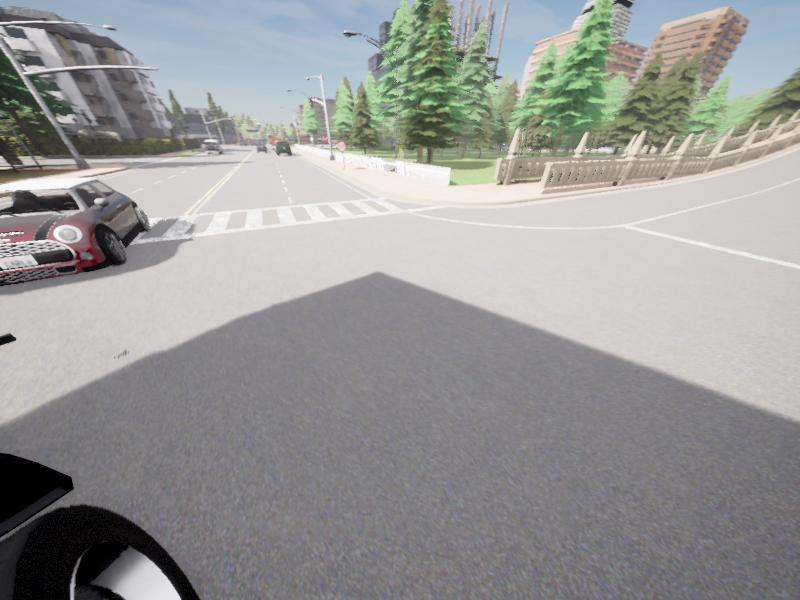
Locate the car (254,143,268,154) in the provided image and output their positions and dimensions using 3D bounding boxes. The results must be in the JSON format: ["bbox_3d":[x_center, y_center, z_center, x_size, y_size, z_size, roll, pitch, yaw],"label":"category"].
[{"bbox_3d":[-26.971,-29.501,44.931,1.789,1.549,3.705,-14,37,-21],"label":"car"}]

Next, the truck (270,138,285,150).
[{"bbox_3d":[-31.406,-39.903,59.139,2.627,2.467,5.204,-14,37,-21],"label":"truck"}]

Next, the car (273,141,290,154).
[{"bbox_3d":[-22.802,-29.303,44.305,2.150,2.045,5.566,-14,37,-21],"label":"car"}]

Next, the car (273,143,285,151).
[{"bbox_3d":[-28.689,-36.197,54.688,2.163,1.488,4.792,-14,37,-21],"label":"car"}]

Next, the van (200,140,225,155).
[{"bbox_3d":[-31.141,-25.461,38.536,2.069,2.038,4.480,-15,37,-21],"label":"van"}]

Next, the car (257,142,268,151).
[{"bbox_3d":[-32.651,-36.391,54.791,1.801,1.575,5.366,-14,37,-21],"label":"car"}]

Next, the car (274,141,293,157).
[{"bbox_3d":[-19.680,-25.527,38.888,2.150,2.045,5.566,-15,37,-21],"label":"car"}]

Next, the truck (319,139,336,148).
[{"bbox_3d":[-26.738,-57.795,85.258,5.204,2.467,2.627,-15,38,-22],"label":"truck"}]

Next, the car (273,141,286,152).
[{"bbox_3d":[-25.898,-32.984,49.731,1.932,1.855,4.605,-14,37,-21],"label":"car"}]

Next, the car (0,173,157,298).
[{"bbox_3d":[-7.420,-1.708,5.055,1.970,1.475,3.806,-19,39,-26],"label":"car"}]

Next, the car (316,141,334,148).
[{"bbox_3d":[-26.567,-55.451,82.218,5.566,2.045,2.150,-15,38,-22],"label":"car"}]

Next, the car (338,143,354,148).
[{"bbox_3d":[-19.915,-57.066,85.172,4.974,1.542,2.038,-15,38,-22],"label":"car"}]
